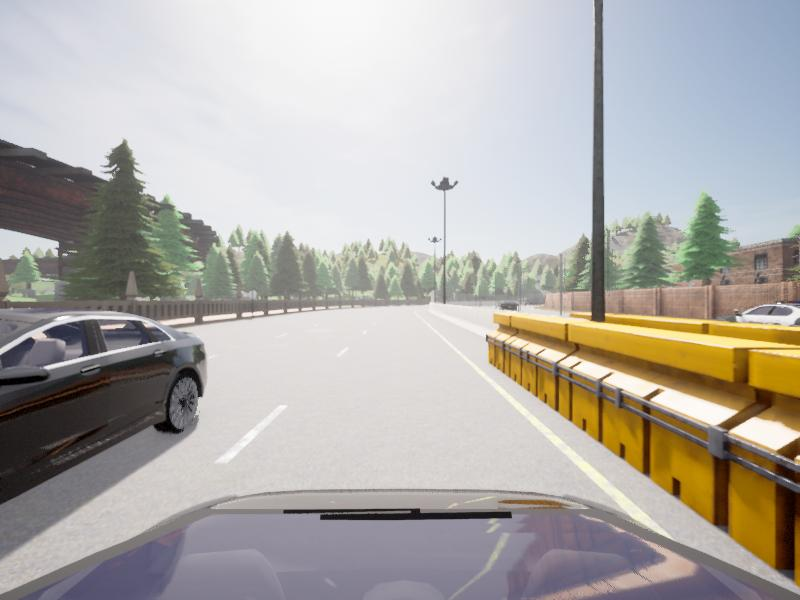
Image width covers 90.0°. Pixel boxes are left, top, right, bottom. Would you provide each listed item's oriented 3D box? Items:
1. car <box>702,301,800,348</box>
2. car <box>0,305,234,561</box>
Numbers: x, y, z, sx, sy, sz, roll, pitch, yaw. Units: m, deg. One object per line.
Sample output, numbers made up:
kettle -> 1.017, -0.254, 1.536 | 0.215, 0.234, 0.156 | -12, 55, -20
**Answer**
car -> 14.020, 0.806, 14.745 | 2.038, 1.542, 4.974 | 0, 0, 0
car -> -3.494, 0.832, 3.416 | 2.128, 1.511, 4.902 | 0, 0, 0
